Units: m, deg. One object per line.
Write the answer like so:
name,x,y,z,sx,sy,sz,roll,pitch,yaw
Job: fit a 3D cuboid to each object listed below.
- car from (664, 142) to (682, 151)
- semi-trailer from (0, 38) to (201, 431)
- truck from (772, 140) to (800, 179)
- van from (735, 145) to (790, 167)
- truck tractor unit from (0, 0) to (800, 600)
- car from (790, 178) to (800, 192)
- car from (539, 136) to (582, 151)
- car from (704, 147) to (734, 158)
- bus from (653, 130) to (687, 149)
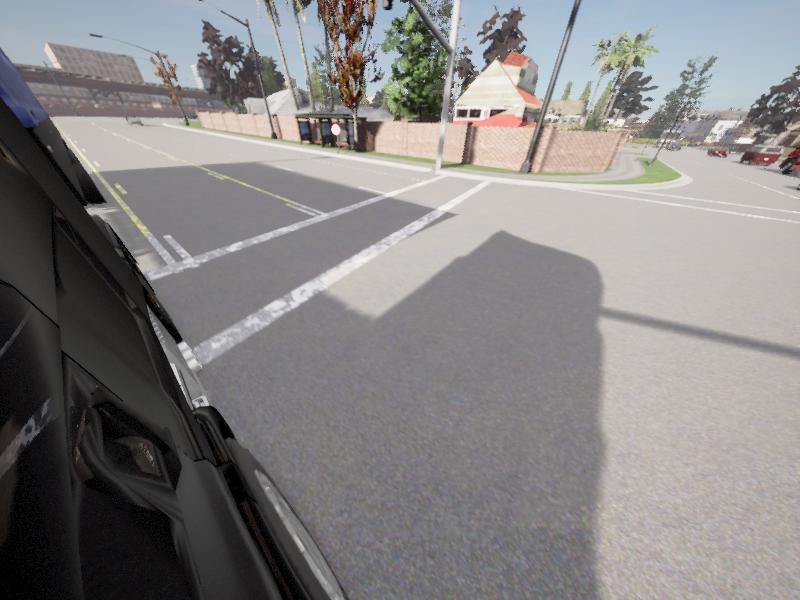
car,67.184,-37.865,56.928,1.801,1.575,5.366,27,43,29
semi-trailer,-8.669,-3.628,4.251,14.254,4.402,2.717,29,44,30
truck,33.947,-11.235,17.446,2.891,3.827,8.468,27,43,29
van,43.103,-17.298,27.633,1.775,1.987,4.442,25,42,27
truck tractor unit,-2.645,-0.295,0.352,6.516,4.208,3.053,28,44,30
car,23.624,-6.112,12.058,1.994,1.385,4.181,27,43,29
car,25.292,-24.748,36.485,5.027,1.636,2.152,27,43,29
car,55.050,-25.587,39.951,1.895,1.301,4.718,27,43,29
bus,78.121,-46.743,67.209,3.944,4.253,10.273,27,43,29
